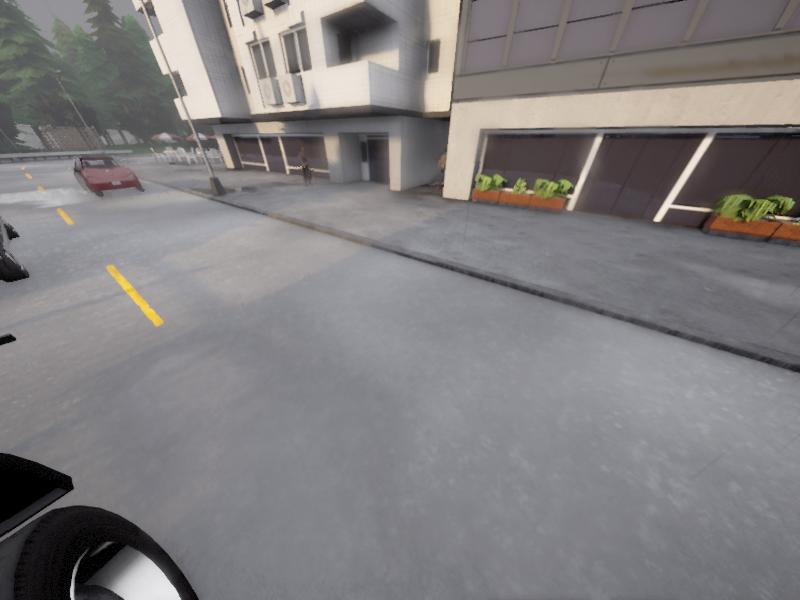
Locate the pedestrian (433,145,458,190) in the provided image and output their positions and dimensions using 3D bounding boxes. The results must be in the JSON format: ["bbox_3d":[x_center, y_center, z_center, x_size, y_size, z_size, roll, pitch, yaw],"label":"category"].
[{"bbox_3d":[2.242,-6.599,11.550,0.751,1.860,0.751,-29,45,-35],"label":"pedestrian"}]

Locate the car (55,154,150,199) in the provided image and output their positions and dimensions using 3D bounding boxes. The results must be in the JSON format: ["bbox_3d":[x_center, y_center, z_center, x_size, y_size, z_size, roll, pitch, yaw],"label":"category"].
[{"bbox_3d":[-14.286,-6.064,11.129,3.633,1.501,1.845,22,41,28],"label":"car"}]

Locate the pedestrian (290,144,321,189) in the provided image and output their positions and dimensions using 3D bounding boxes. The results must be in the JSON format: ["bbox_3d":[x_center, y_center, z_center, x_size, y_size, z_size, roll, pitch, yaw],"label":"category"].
[{"bbox_3d":[-4.709,-6.670,11.563,0.751,1.860,0.751,23,41,29],"label":"pedestrian"}]

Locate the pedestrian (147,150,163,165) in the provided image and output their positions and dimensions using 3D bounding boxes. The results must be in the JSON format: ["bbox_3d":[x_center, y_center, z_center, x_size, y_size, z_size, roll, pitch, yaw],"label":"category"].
[{"bbox_3d":[-22.516,-13.104,21.240,0.500,1.100,0.500,23,41,29],"label":"pedestrian"}]

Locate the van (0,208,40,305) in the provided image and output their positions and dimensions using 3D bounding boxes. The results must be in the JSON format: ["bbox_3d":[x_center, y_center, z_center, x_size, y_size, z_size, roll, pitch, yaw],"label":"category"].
[{"bbox_3d":[-9.458,-1.715,4.091,5.915,2.561,1.988,23,41,27],"label":"van"}]

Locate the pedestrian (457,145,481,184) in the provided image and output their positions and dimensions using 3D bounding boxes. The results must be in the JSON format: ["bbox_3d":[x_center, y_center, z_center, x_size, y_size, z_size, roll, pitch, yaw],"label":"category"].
[{"bbox_3d":[3.931,-7.751,13.198,0.751,1.860,0.751,27,43,33],"label":"pedestrian"}]
